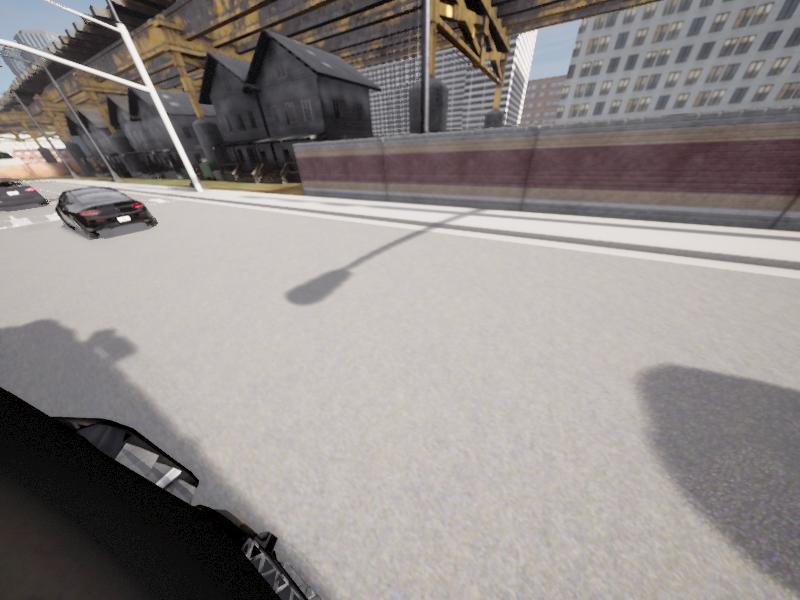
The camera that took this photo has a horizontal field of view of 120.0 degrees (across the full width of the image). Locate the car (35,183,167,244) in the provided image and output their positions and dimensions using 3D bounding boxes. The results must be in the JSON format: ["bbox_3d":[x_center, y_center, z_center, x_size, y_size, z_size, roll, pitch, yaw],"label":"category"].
[{"bbox_3d":[-11.334,-3.455,8.750,4.674,1.442,1.812,16,38,26],"label":"car"}]

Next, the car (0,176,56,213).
[{"bbox_3d":[-25.065,-6.588,14.363,4.611,1.667,2.242,8,35,16],"label":"car"}]

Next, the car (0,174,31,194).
[{"bbox_3d":[-41.473,-12.168,24.216,4.902,1.511,2.128,16,38,26],"label":"car"}]

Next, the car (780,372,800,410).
[{"bbox_3d":[5.105,1.317,0.322,4.181,1.385,1.994,16,38,26],"label":"car"}]
